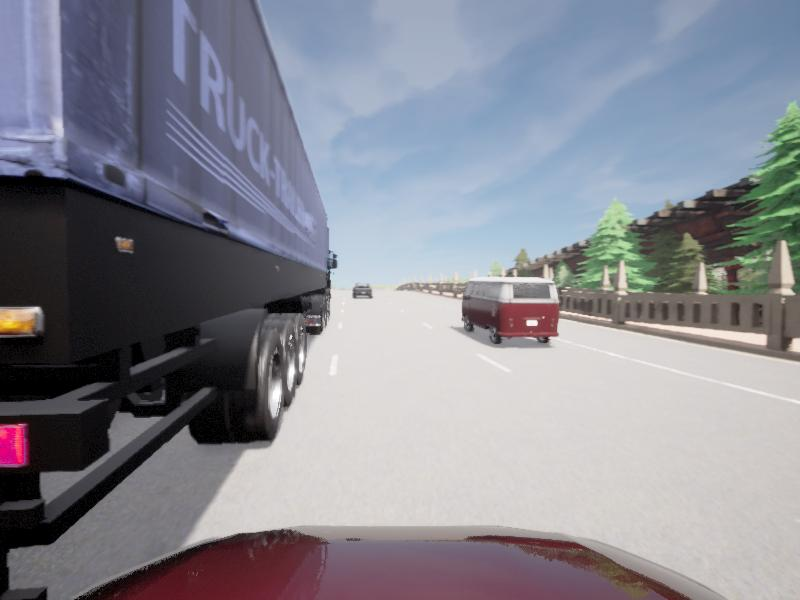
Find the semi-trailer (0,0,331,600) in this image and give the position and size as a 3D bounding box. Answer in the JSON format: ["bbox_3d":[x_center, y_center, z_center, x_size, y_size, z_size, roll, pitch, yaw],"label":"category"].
[{"bbox_3d":[-3.065,-0.852,7.897,2.717,4.402,14.254,0,2,-7],"label":"semi-trailer"}]

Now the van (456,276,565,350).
[{"bbox_3d":[3.319,0.245,13.046,1.775,1.987,4.442,0,3,-7],"label":"van"}]

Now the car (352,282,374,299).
[{"bbox_3d":[-3.855,-1.021,40.885,2.128,1.511,4.902,0,3,-7],"label":"car"}]

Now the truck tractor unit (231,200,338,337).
[{"bbox_3d":[-4.079,-1.120,15.732,3.053,4.208,6.516,0,3,-7],"label":"truck tractor unit"}]
